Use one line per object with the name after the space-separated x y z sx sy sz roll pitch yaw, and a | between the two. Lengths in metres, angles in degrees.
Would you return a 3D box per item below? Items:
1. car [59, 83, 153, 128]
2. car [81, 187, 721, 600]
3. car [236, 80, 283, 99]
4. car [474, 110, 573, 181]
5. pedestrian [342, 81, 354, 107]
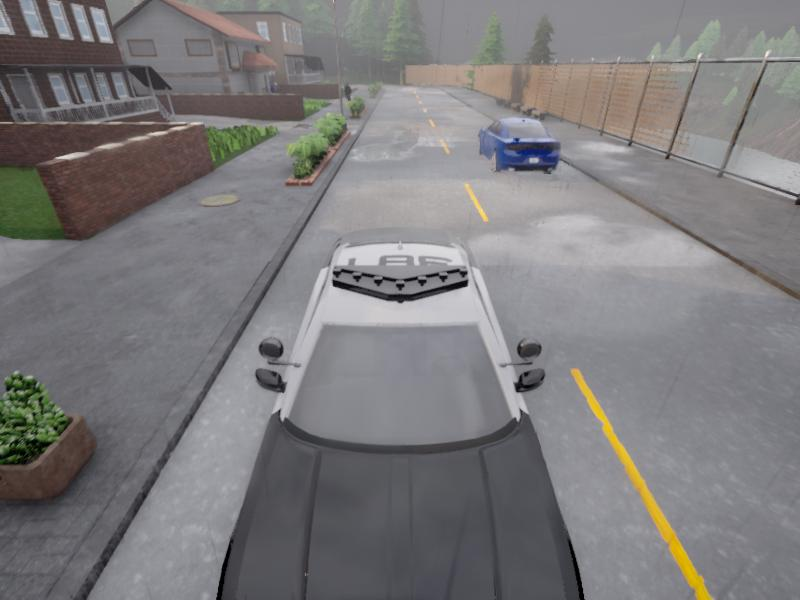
-15.532 -10.535 21.491 1.905 1.878 3.866 0 30 0 | car
0.002 0.526 3.477 1.930 1.638 5.238 0 30 0 | car
-13.274 -19.959 37.929 3.633 1.501 1.845 0 30 0 | car
4.004 -5.568 14.004 1.882 1.535 5.008 0 31 0 | car
-4.261 -16.997 32.976 0.751 1.860 0.751 0 30 1 | pedestrian
